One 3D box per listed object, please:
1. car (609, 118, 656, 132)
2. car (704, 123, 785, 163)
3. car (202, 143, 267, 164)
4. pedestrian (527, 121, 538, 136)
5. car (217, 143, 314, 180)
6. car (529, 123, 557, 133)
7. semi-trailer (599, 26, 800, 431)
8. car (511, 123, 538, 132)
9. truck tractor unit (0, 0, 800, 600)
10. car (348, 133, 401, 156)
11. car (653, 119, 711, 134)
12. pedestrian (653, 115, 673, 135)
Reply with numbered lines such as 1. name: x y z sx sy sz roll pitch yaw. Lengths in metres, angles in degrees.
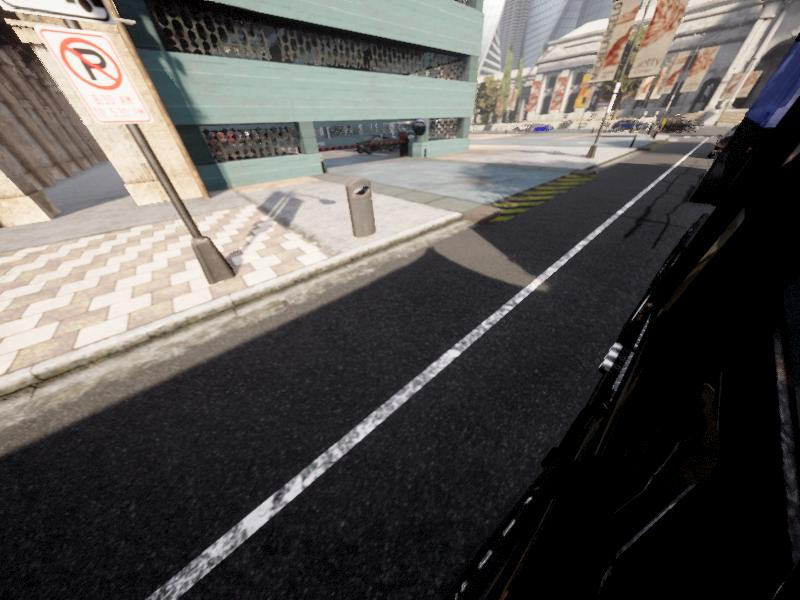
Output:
1. car: 37.848 -28.561 37.781 2.033 1.649 4.856 -29 44 -30
2. car: 19.369 -9.023 13.129 4.892 1.490 1.837 -30 45 -31
3. car: -15.748 -14.156 22.214 4.718 1.301 1.895 -29 44 -31
4. pedestrian: 20.984 -27.141 36.519 0.751 1.860 0.751 -22 41 -23
5. car: -8.425 -9.018 14.816 4.786 1.482 2.161 -29 44 -31
6. car: 28.659 -34.577 46.514 1.816 1.474 4.193 -29 44 -30
7. semi-trailer: 8.613 -3.672 4.295 14.254 4.402 2.717 -29 44 -30
8. car: 29.241 -40.623 54.420 2.038 1.542 4.974 -29 44 -30
9. truck tractor unit: 2.645 -0.295 0.351 6.516 4.208 3.053 -28 44 -30
10. car: -2.426 -15.693 23.229 4.902 1.511 2.128 -29 44 -31
11. car: 37.062 -22.972 30.554 1.812 1.442 4.674 -4 37 -3
12. pedestrian: 30.348 -20.231 26.712 0.751 1.860 0.751 -30 45 -31
